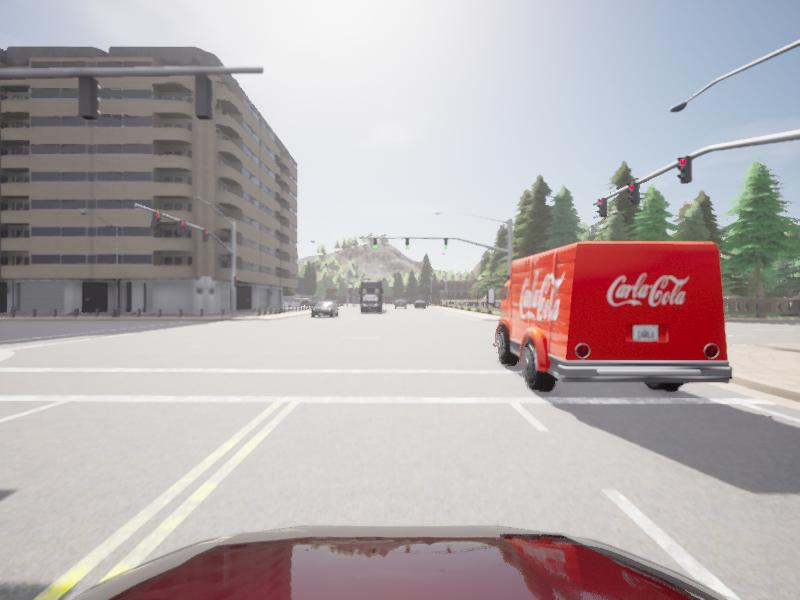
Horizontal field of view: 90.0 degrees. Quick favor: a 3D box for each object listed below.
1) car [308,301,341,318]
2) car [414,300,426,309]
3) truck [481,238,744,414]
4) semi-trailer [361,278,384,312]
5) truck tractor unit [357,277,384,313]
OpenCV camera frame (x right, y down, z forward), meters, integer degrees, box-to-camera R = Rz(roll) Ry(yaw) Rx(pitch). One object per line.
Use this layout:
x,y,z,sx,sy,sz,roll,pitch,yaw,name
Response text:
-6.940,0.846,37.412,2.163,1.488,4.792,0,0,0,car
3.628,0.761,73.302,1.930,1.638,5.238,0,0,0,car
3.507,0.354,8.209,2.627,2.467,5.204,0,0,0,truck
-3.802,-0.627,58.119,2.717,4.402,14.254,0,0,-2,semi-trailer
-3.555,-0.532,50.209,3.053,4.208,6.516,0,0,-2,truck tractor unit
